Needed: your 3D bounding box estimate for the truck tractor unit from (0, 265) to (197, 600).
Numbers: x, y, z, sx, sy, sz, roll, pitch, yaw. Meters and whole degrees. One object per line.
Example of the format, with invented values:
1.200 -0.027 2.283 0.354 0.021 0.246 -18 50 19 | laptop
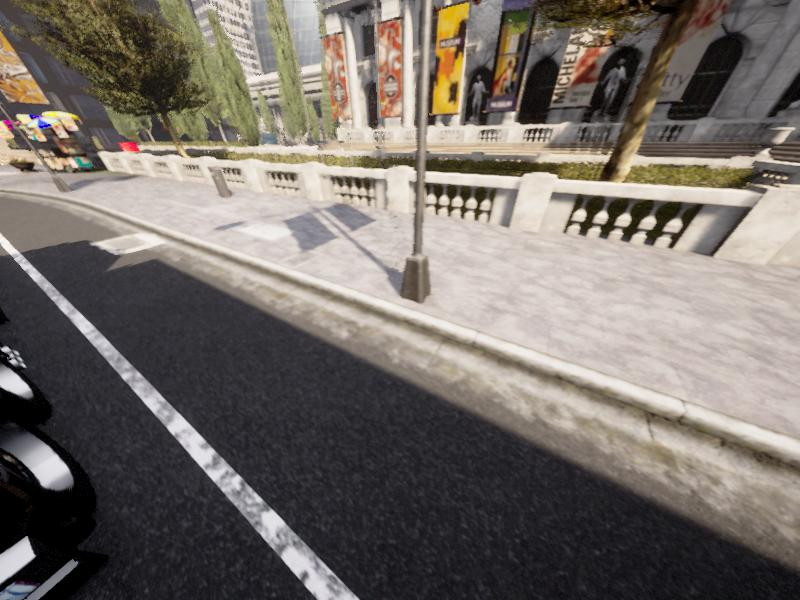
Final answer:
-5.115 -0.297 0.781 6.516 4.208 3.053 18 39 24 | truck tractor unit
